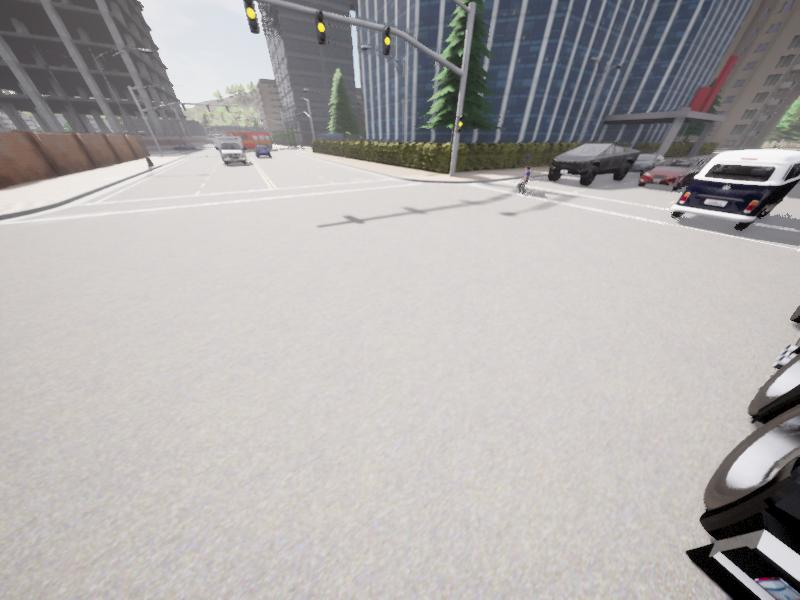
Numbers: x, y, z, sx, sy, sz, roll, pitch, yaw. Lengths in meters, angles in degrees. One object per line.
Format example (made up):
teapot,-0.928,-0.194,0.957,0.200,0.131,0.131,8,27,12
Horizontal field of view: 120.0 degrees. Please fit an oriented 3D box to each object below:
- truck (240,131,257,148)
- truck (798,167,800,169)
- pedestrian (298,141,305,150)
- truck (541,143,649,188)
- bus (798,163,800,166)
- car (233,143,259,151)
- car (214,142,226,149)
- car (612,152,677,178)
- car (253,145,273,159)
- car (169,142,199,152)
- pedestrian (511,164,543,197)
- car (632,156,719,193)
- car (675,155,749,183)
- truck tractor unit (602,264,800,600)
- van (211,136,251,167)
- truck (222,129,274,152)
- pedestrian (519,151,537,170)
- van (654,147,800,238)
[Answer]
truck,-44.817,-47.243,68.090,2.891,3.827,8.468,-18,39,-24
truck,41.862,-13.895,22.045,5.204,2.467,2.627,-18,39,-24
pedestrian,-22.730,-35.665,53.343,0.751,1.860,0.751,20,39,26
truck,12.439,-8.770,14.791,6.274,2.098,2.390,-18,39,-24
bus,51.542,-17.856,26.255,10.273,4.253,3.944,-18,39,-24
car,-34.962,-34.697,52.384,4.718,1.301,1.895,-19,39,-25
car,-47.477,-40.886,61.069,2.033,1.411,5.357,-18,39,-24
car,19.247,-10.722,18.215,4.674,1.442,1.812,-18,39,-24
car,-19.953,-21.640,33.587,2.007,1.525,4.514,-17,38,-23
car,-44.475,-31.563,47.620,3.988,1.617,1.851,-18,39,-25
pedestrian,6.132,-5.825,11.208,0.751,1.300,0.751,-25,42,-32
car,15.742,-7.280,13.226,4.193,1.474,1.816,-18,39,-24
car,21.801,-9.219,16.146,4.181,1.385,1.994,-19,39,-25
truck tractor unit,5.109,-0.303,0.780,6.516,4.208,3.053,-18,39,-24
van,-17.606,-15.691,24.287,2.351,2.431,6.366,-18,39,-24
truck,-32.372,-34.279,49.598,8.468,3.827,2.891,-19,39,-25
pedestrian,10.744,-11.743,19.429,0.751,1.300,0.751,-18,39,-24
van,11.314,-3.754,7.647,4.480,2.038,2.069,-18,39,-24
